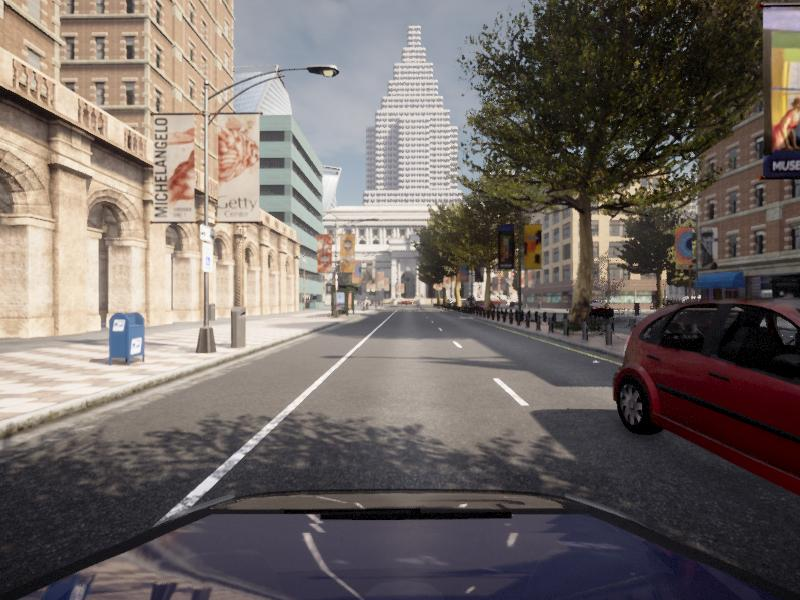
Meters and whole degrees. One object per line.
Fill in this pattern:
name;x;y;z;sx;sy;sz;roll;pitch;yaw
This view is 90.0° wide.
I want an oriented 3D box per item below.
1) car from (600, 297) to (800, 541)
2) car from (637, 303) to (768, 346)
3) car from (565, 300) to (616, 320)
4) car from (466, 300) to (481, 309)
car;3.587;0.788;3.390;1.851;1.617;3.988;0;0;1
car;11.881;0.869;16.232;1.812;1.442;4.674;0;0;0
car;15.711;0.822;33.371;2.038;1.542;4.974;0;0;2
car;12.915;0.824;70.753;1.882;1.535;5.008;0;0;1
